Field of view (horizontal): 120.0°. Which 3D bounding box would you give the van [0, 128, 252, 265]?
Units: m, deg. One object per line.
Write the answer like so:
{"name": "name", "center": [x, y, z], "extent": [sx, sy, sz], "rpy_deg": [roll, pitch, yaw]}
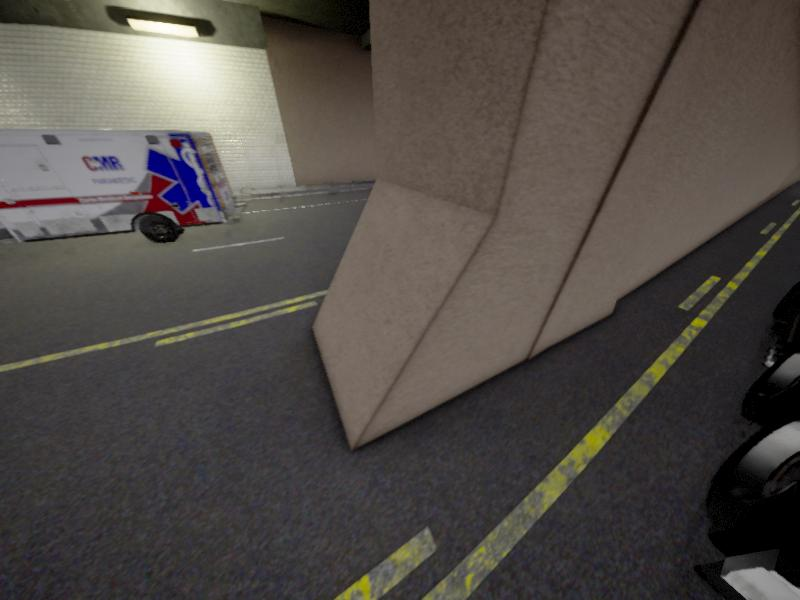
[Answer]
{"name": "van", "center": [-7.834, -2.739, 5.762], "extent": [6.366, 2.431, 2.351], "rpy_deg": [-14, 37, -19]}

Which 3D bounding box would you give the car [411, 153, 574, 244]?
{"name": "car", "center": [2.818, -3.408, 7.285], "extent": [4.605, 1.855, 1.932], "rpy_deg": [-19, 39, -25]}

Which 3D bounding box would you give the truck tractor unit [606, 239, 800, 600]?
{"name": "truck tractor unit", "center": [5.067, -0.342, 0.838], "extent": [6.516, 4.208, 3.053], "rpy_deg": [-20, 40, -26]}
